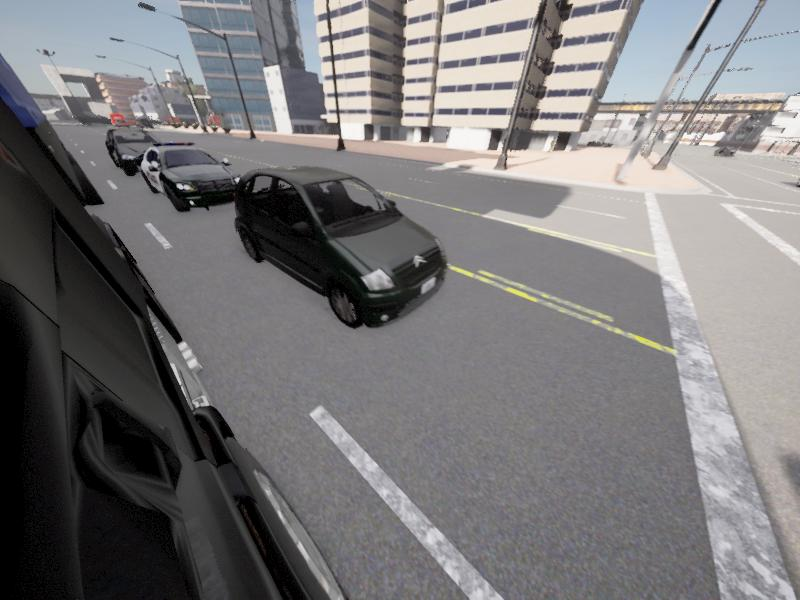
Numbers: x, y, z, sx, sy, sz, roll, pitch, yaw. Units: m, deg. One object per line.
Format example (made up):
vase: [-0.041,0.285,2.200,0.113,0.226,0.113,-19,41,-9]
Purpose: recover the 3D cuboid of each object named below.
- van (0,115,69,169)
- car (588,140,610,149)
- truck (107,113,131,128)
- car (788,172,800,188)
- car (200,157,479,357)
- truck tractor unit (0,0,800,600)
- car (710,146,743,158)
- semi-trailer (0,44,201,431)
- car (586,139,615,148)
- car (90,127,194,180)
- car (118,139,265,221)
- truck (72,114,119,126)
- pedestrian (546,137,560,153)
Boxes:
van: [-19.051,-8.095,11.713,4.442,1.987,1.775,28,44,30]
car: [48.274,-37.762,56.064,3.806,1.475,1.970,26,43,29]
truck: [-64.037,-40.935,52.695,2.627,2.467,5.204,-28,47,-34]
car: [25.362,-6.914,13.003,1.930,1.638,5.238,28,44,30]
car: [-1.148,-1.184,3.813,3.988,1.617,1.851,28,44,30]
truck tractor unit: [-2.645,-0.295,0.351,6.516,4.208,3.053,28,44,30]
car: [59.206,-27.026,42.032,2.128,1.511,4.902,26,43,28]
semi-trailer: [-8.698,-3.593,4.245,14.254,4.402,2.717,28,44,30]
car: [50.509,-39.413,58.197,5.238,1.638,1.930,26,43,29]
car: [-12.470,-7.208,11.167,4.611,1.667,2.242,28,44,30]
car: [-6.851,-4.162,7.533,4.974,1.542,2.038,28,44,30]
truck: [-73.291,-43.400,55.746,2.390,2.098,6.274,25,42,27]
pedestrian: [21.327,-21.665,32.305,0.751,1.860,0.751,-21,43,-28]
